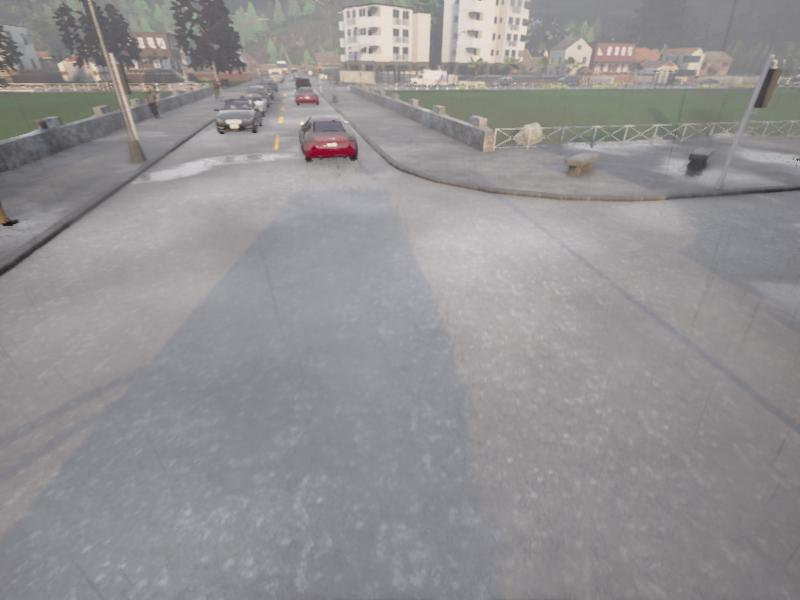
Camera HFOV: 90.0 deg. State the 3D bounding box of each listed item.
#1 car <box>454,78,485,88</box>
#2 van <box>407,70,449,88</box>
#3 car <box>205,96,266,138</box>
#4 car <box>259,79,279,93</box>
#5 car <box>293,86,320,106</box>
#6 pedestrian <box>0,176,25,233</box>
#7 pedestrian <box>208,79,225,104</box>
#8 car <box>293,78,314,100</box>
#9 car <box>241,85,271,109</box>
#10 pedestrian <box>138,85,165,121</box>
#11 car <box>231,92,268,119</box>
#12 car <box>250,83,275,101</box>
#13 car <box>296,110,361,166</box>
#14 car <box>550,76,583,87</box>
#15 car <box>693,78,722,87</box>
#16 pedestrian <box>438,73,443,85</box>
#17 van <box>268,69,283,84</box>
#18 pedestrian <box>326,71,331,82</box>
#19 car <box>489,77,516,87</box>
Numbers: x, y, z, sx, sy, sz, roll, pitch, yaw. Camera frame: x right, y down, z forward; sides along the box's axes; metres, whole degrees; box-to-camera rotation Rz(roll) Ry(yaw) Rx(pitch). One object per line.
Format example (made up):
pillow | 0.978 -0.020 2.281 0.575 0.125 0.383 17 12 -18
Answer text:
car | 11.762 -36.767 67.756 4.718 1.301 1.895 -6 31 -12
van | 4.554 -36.438 65.983 6.366 2.431 2.351 -6 31 -12
car | -8.443 -9.716 21.029 2.128 1.511 4.902 -6 31 -11
car | -16.869 -27.659 51.630 1.837 1.490 4.892 -5 30 -10
car | -8.473 -18.373 35.974 1.994 1.385 4.181 -8 31 -13
pedestrian | -8.218 -2.226 7.619 0.751 1.860 0.751 15 33 23
pedestrian | -15.817 -17.982 34.472 0.751 1.860 0.751 2 30 3
car | -10.131 -22.115 41.835 1.905 1.878 3.866 -6 31 -12
car | -11.958 -17.068 33.574 1.837 1.490 4.892 -7 31 -12
pedestrian | -14.721 -11.723 23.782 0.751 1.860 0.751 -7 31 -12
car | -10.406 -13.659 27.960 1.895 1.301 4.718 -6 31 -12
car | -14.021 -21.403 41.063 2.033 1.411 5.357 -7 31 -12
car | -2.887 -6.438 15.630 1.994 1.385 4.181 -7 31 -13
car | 29.623 -38.940 71.364 4.856 1.649 2.033 -7 31 -12
car | 59.598 -42.241 77.618 4.181 1.385 1.994 -6 31 -12
pedestrian | 7.264 -39.660 71.752 0.751 1.860 0.751 -4 31 -8
van | -24.287 -43.873 78.341 2.351 2.431 6.366 -6 31 -12
pedestrian | -14.107 -43.877 78.553 0.751 1.860 0.751 -6 31 -10
car | 17.640 -37.511 68.922 3.806 1.475 1.970 -6 31 -11
